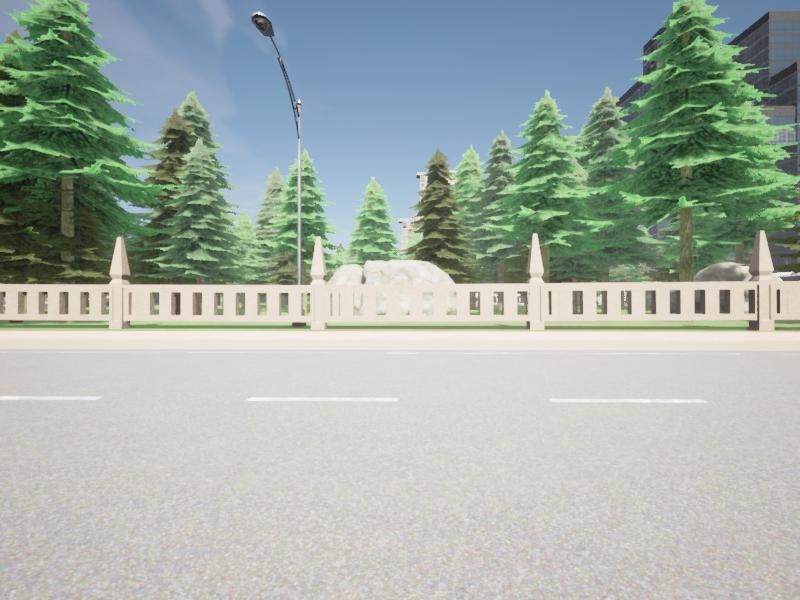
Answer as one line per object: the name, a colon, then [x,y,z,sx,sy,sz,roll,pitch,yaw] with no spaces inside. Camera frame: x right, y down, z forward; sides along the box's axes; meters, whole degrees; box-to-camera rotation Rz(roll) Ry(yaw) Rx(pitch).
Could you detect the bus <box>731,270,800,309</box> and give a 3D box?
bus: [45.816,-1.134,47.963,3.944,4.253,10.273,0,0,1]
